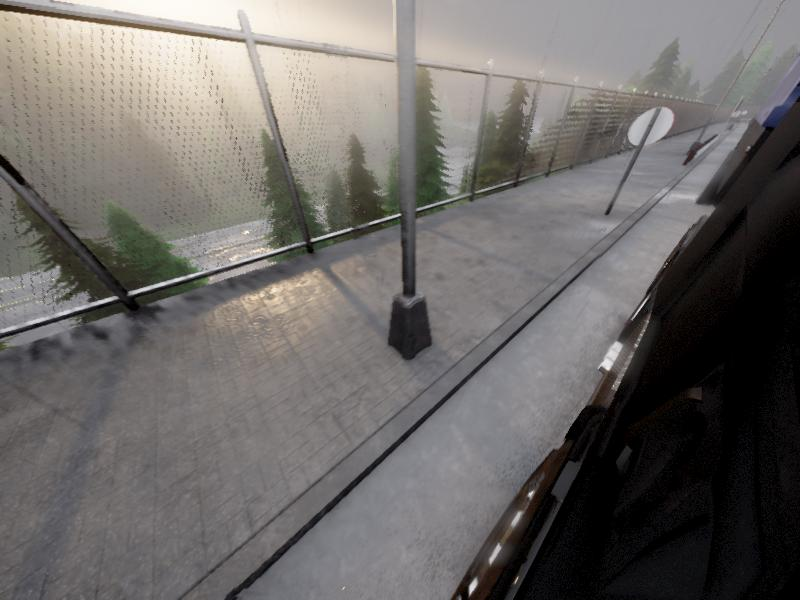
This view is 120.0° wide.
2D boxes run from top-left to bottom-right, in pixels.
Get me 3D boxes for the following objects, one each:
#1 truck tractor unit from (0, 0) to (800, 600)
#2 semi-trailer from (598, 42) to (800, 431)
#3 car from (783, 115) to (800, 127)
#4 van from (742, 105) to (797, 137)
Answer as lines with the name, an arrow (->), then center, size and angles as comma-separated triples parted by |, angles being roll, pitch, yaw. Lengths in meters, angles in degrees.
truck tractor unit -> 2.645, -0.295, 0.352 | 6.516, 4.208, 3.053 | -28, 44, -30
semi-trailer -> 8.697, -3.600, 4.238 | 14.254, 4.402, 2.717 | -28, 44, -30
car -> 65.542, -29.493, 37.958 | 5.357, 1.411, 2.033 | -28, 44, -30
van -> 40.093, -19.554, 25.232 | 5.915, 2.561, 1.988 | -28, 44, -30
